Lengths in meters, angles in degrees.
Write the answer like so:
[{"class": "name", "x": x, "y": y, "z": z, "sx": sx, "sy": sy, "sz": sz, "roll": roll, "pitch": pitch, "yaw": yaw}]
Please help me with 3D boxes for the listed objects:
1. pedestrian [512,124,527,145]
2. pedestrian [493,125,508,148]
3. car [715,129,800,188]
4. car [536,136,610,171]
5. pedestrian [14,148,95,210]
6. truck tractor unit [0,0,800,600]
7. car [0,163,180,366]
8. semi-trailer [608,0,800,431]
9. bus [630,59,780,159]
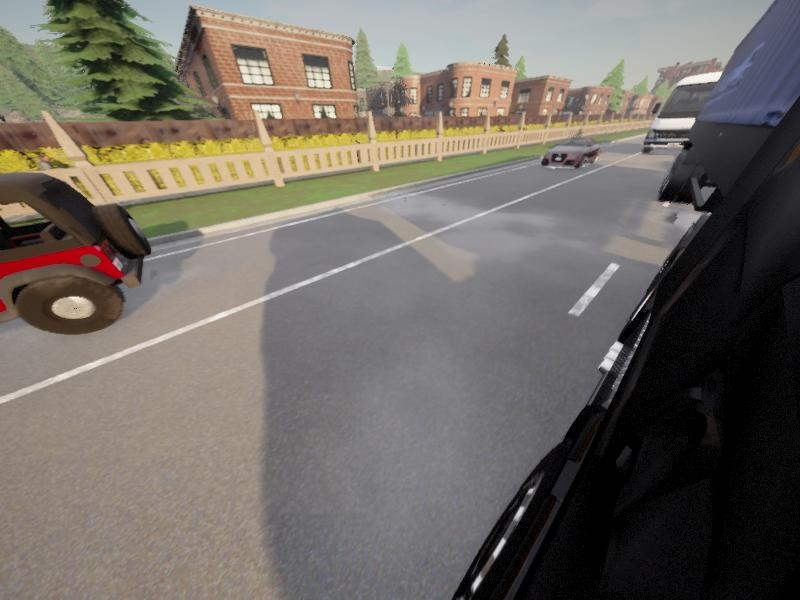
[{"class": "pedestrian", "x": 13.481, "y": -18.699, "z": 26.099, "sx": 0.751, "sy": 1.860, "sz": 0.751, "roll": -28, "pitch": 44, "yaw": -30}, {"class": "pedestrian", "x": 10.030, "y": -16.281, "z": 23.058, "sx": 0.751, "sy": 1.860, "sz": 0.751, "roll": -29, "pitch": 44, "yaw": -31}, {"class": "car", "x": 15.720, "y": -5.971, "z": 9.488, "sx": 2.128, "sy": 1.511, "sz": 4.902, "roll": 24, "pitch": 45, "yaw": 29}, {"class": "car", "x": 10.249, "y": -8.757, "z": 13.658, "sx": 4.181, "sy": 1.385, "sz": 1.994, "roll": -29, "pitch": 44, "yaw": -31}, {"class": "pedestrian", "x": -12.408, "y": -4.379, "z": 8.399, "sx": 0.751, "sy": 1.860, "sz": 0.751, "roll": 27, "pitch": 46, "yaw": 33}, {"class": "truck tractor unit", "x": 2.645, "y": -0.295, "z": 0.351, "sx": 6.516, "sy": 4.208, "sz": 3.053, "roll": -28, "pitch": 44, "yaw": -30}, {"class": "car", "x": -5.696, "y": -0.296, "z": 2.798, "sx": 3.866, "sy": 1.878, "sz": 1.905, "roll": -29, "pitch": 44, "yaw": -31}, {"class": "semi-trailer", "x": 8.220, "y": -3.877, "z": 4.669, "sx": 2.717, "sy": 4.402, "sz": 14.254, "roll": 28, "pitch": 46, "yaw": 34}, {"class": "bus", "x": 21.474, "y": -13.188, "z": 16.534, "sx": 10.273, "sy": 4.253, "sz": 3.944, "roll": -29, "pitch": 44, "yaw": -30}]
